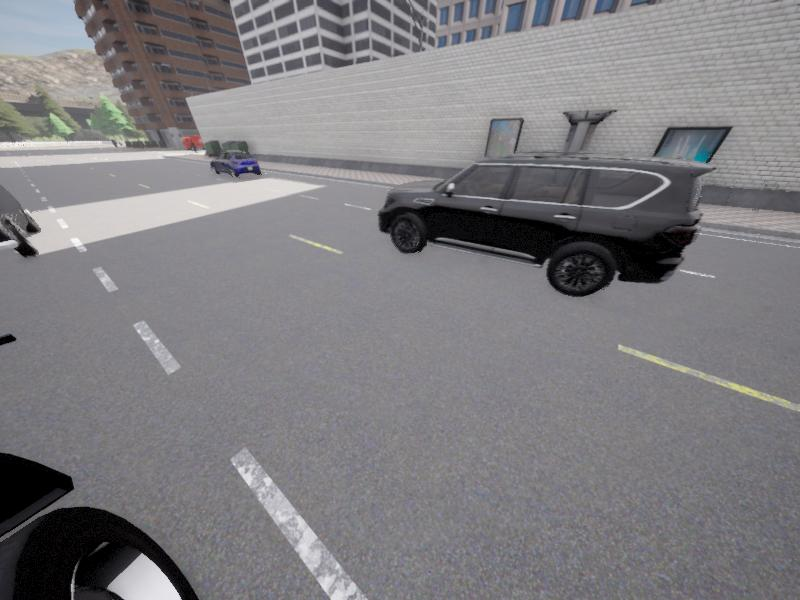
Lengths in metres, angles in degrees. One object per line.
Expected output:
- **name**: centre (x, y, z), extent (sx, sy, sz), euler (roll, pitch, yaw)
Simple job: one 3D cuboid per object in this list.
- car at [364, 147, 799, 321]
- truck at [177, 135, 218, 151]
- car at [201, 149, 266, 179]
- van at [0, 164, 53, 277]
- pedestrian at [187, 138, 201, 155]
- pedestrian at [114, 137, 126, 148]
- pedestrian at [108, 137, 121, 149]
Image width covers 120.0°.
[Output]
- **car**: centre (2.201, -1.894, 4.848), extent (5.566, 2.045, 2.150), euler (20, 40, 25)
- **truck**: centre (-40.757, -31.705, 46.620), extent (2.627, 2.467, 5.204), euler (22, 41, 28)
- **car**: centre (-11.600, -9.560, 16.138), extent (4.193, 1.474, 1.816), euler (22, 41, 28)
- **van**: centre (-9.768, -1.921, 4.804), extent (4.480, 2.038, 2.069), euler (25, 43, 31)
- **pedestrian**: centre (-28.609, -21.298, 32.053), extent (0.751, 1.860, 0.751), euler (-20, 40, -26)
- **pedestrian**: centre (-61.125, -34.365, 50.389), extent (0.751, 1.860, 0.751), euler (19, 39, 25)
- **pedestrian**: centre (-55.401, -30.452, 44.869), extent (0.751, 1.860, 0.751), euler (23, 41, 29)
